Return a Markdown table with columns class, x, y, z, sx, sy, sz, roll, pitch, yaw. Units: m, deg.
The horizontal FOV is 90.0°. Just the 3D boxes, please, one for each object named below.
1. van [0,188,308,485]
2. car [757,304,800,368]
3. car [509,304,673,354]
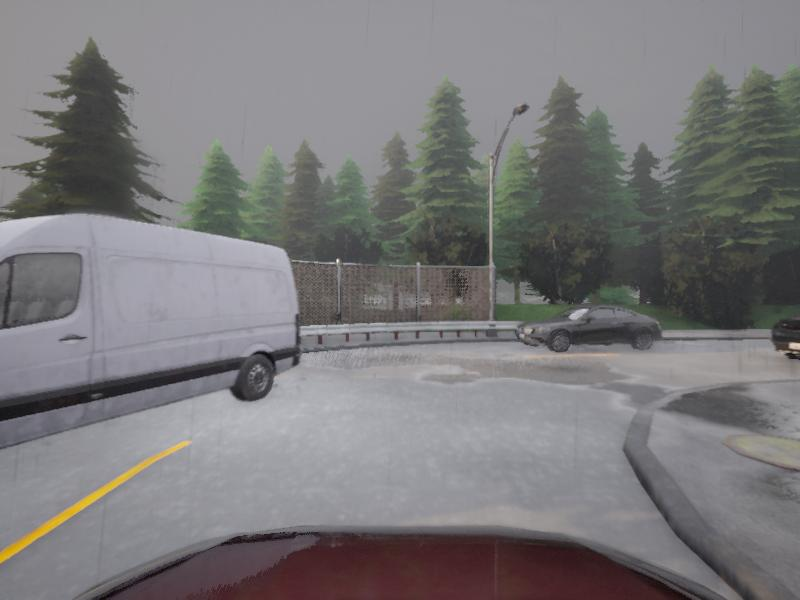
| class | x | y | z | sx | sy | sz | roll | pitch | yaw |
| --- | --- | --- | --- | --- | --- | --- | --- | --- | --- |
| van | -3.813 | 0.324 | 5.113 | 1.988 | 2.561 | 5.915 | -1 | 0 | 23 |
| car | 11.929 | 0.852 | 9.827 | 4.892 | 1.490 | 1.837 | 0 | 0 | -5 |
| car | 6.147 | 0.876 | 13.074 | 4.674 | 1.442 | 1.812 | 0 | 0 | -10 |
